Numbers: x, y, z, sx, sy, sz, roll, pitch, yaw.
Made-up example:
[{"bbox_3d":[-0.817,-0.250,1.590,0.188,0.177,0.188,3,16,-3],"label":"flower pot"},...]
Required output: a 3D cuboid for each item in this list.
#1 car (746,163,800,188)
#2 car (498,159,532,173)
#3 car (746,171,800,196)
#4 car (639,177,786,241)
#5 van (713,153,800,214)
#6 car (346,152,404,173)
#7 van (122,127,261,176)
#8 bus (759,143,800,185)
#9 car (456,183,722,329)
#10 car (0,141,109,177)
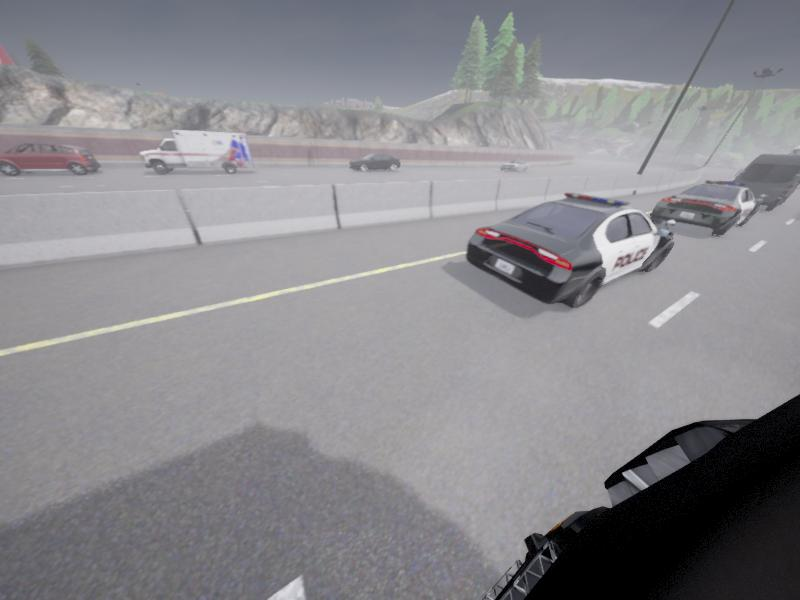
[{"bbox_3d":[41.264,-13.973,25.709,5.566,2.045,2.150,-24,42,-33],"label":"car"},{"bbox_3d":[13.879,-16.187,27.830,1.895,1.301,4.718,30,42,34],"label":"car"},{"bbox_3d":[31.365,-9.819,19.306,4.514,1.525,2.007,-20,40,-30],"label":"car"},{"bbox_3d":[11.867,-3.650,8.777,4.974,1.542,2.038,-16,38,-26],"label":"car"},{"bbox_3d":[20.972,-6.744,13.108,5.915,2.561,1.988,-17,39,-26],"label":"van"},{"bbox_3d":[-2.275,-13.056,21.848,5.008,1.535,1.882,-17,38,-25],"label":"car"},{"bbox_3d":[-13.606,-10.147,15.941,6.366,2.431,2.351,-16,38,-26],"label":"van"},{"bbox_3d":[51.740,-17.261,29.341,10.273,4.253,3.944,-27,44,-36],"label":"bus"},{"bbox_3d":[3.876,-1.340,4.796,4.974,1.542,2.038,-16,38,-26],"label":"car"},{"bbox_3d":[-19.939,-7.961,13.035,3.705,1.549,1.789,-16,38,-26],"label":"car"}]
